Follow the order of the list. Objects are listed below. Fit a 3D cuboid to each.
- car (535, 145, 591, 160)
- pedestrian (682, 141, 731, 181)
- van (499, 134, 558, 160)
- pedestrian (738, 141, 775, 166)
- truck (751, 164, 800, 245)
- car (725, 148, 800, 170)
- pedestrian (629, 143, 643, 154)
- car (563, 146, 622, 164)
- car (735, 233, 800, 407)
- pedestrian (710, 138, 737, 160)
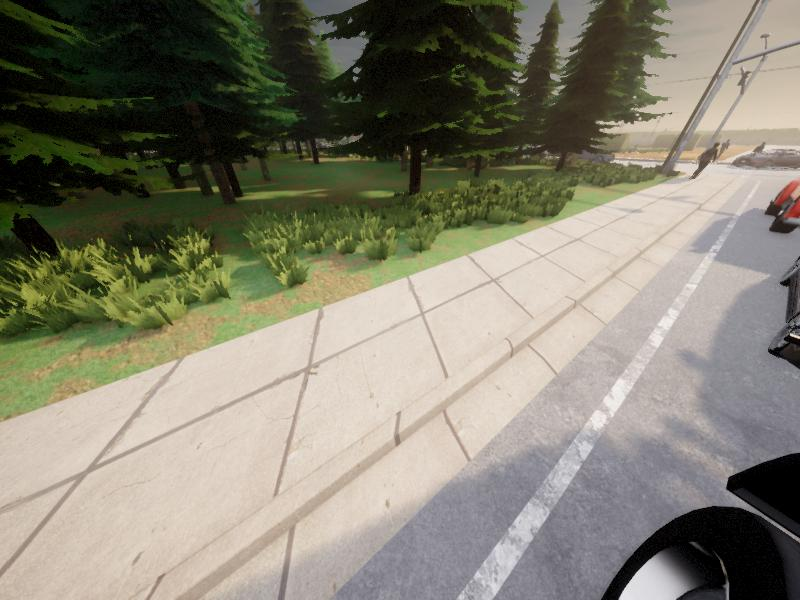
[{"bbox_3d":[20.456,-18.787,29.283,2.033,1.411,5.357,-22,41,-28],"label":"car"},{"bbox_3d":[17.007,-7.737,12.864,0.751,1.860,0.751,-18,39,-23],"label":"pedestrian"},{"bbox_3d":[15.933,-19.413,29.208,1.988,2.561,5.915,-22,40,-28],"label":"van"},{"bbox_3d":[32.235,-13.288,20.921,0.751,1.860,0.751,0,35,0],"label":"pedestrian"},{"bbox_3d":[12.438,-3.006,5.971,5.204,2.467,2.627,-22,41,-29],"label":"truck"},{"bbox_3d":[30.619,-11.582,18.986,4.181,1.385,1.994,2,36,4],"label":"car"},{"bbox_3d":[34.029,-21.903,33.346,0.751,1.300,0.751,8,36,12],"label":"pedestrian"},{"bbox_3d":[20.228,-15.417,24.523,1.994,1.385,4.181,-22,41,-28],"label":"car"},{"bbox_3d":[6.440,-0.039,2.633,4.902,1.511,2.128,-22,41,-28],"label":"car"},{"bbox_3d":[33.567,-15.652,23.996,0.751,1.860,0.751,22,41,28],"label":"pedestrian"}]
